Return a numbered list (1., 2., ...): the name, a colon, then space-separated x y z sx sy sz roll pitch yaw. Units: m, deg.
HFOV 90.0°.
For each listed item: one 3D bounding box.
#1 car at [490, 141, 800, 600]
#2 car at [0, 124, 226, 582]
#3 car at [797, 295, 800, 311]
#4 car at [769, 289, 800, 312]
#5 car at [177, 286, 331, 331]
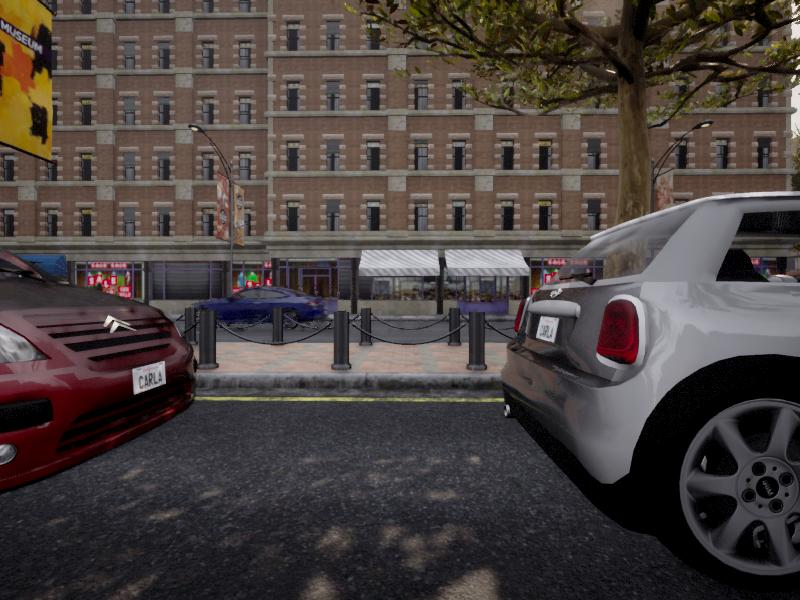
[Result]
1. car: 2.600 0.253 2.173 3.806 1.475 1.970 0 0 1
2. car: -3.390 0.188 2.287 3.988 1.617 1.851 0 0 1
3. car: 38.052 0.244 34.942 1.837 1.490 4.892 0 0 1
4. car: 34.531 0.044 34.522 1.905 1.878 3.866 0 0 2
5. car: -4.865 0.270 13.798 4.674 1.442 1.812 0 0 1
